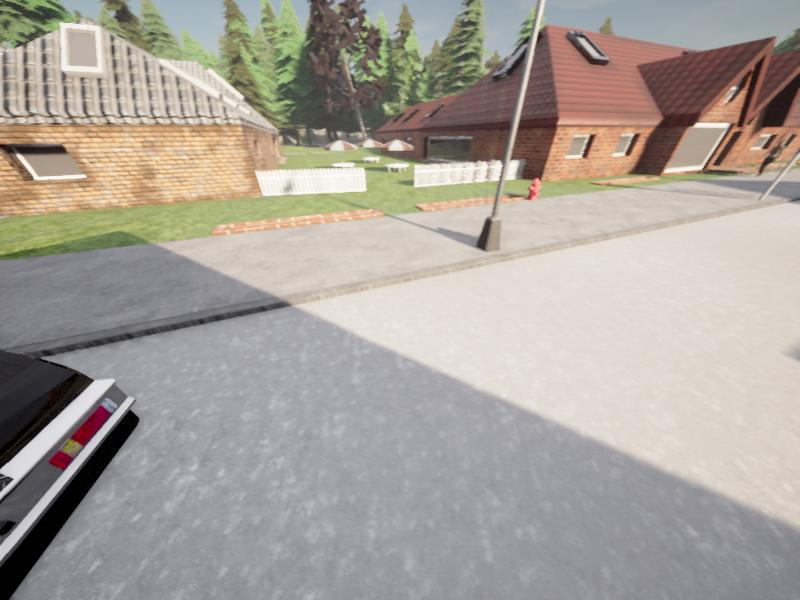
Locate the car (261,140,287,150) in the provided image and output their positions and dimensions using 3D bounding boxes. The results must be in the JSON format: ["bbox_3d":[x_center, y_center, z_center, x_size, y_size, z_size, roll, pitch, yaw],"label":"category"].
[{"bbox_3d":[-32.897,-40.594,60.375,5.566,2.045,2.150,-13,37,-17],"label":"car"}]

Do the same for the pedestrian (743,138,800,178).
[{"bbox_3d":[20.905,-7.978,13.032,0.751,1.860,0.751,-9,36,-12],"label":"pedestrian"}]
